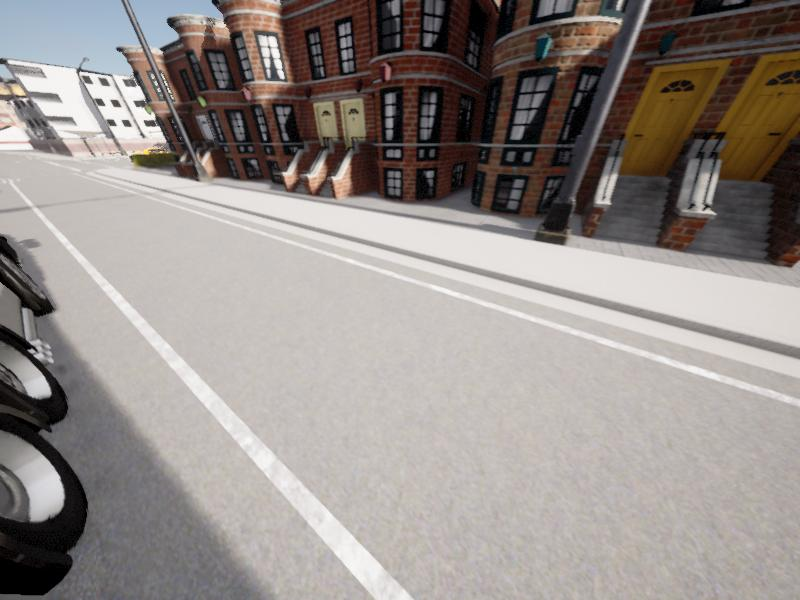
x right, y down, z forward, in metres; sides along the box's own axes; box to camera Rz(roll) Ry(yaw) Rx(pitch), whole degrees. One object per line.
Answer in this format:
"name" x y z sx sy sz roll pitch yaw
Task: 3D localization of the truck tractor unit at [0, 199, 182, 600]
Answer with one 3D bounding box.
"truck tractor unit" -4.996 -0.401 0.926 6.516 4.208 3.053 23 41 29
